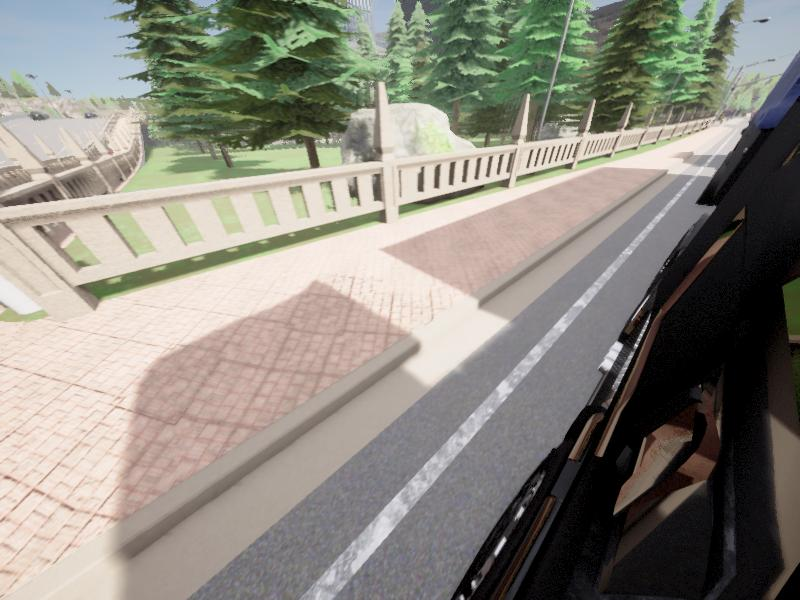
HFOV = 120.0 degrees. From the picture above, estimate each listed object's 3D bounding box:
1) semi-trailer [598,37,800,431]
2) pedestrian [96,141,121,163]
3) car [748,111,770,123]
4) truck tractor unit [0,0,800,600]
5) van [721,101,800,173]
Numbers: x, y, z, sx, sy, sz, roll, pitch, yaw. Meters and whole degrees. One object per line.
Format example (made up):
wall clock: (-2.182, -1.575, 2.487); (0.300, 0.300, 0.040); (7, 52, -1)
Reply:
semi-trailer: (8.689, -3.605, 4.246); (14.254, 4.402, 2.717); (-28, 43, -30)
pedestrian: (-30.631, -15.550, 24.291); (0.751, 1.860, 0.751); (-28, 43, -30)
car: (87.743, -44.810, 56.465); (5.566, 2.045, 2.150); (-28, 43, -30)
truck tractor unit: (2.645, -0.295, 0.351); (6.516, 4.208, 3.053); (-28, 44, -30)
van: (18.777, -8.169, 11.392); (6.366, 2.431, 2.351); (-28, 43, -30)
